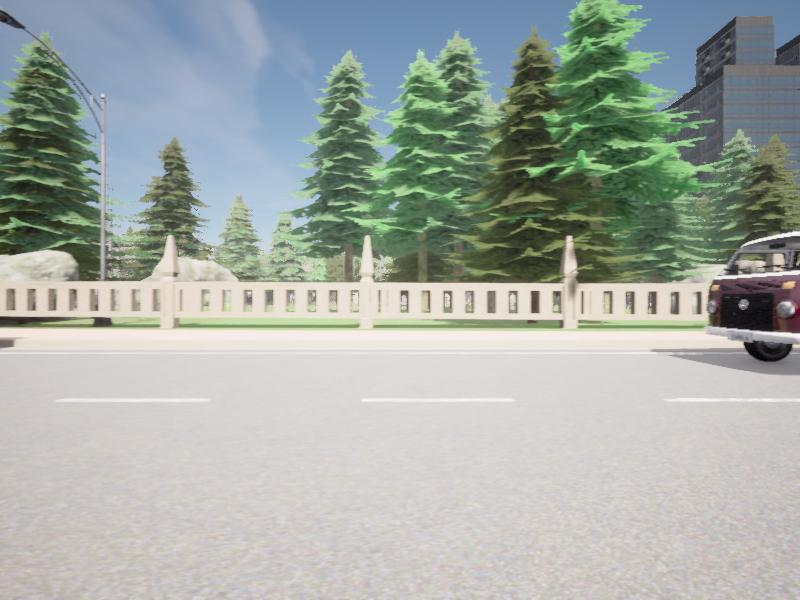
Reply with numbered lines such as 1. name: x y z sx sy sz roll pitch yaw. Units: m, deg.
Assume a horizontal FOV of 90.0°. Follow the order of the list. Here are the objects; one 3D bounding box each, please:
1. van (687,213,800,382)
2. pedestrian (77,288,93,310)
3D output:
1. van: 7.076 -0.029 5.700 4.480 2.038 2.069 0 0 0
2. pedestrian: -27.089 -0.112 34.400 0.751 1.860 0.751 0 0 0
